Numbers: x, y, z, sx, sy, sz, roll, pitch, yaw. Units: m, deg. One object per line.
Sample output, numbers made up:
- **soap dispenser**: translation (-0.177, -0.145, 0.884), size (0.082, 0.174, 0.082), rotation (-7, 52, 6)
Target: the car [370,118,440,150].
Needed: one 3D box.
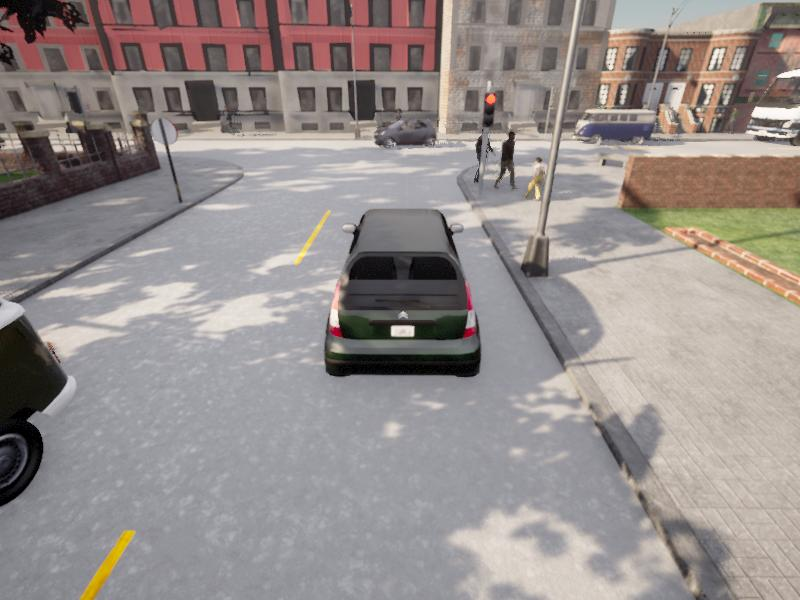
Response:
- **car**: translation (0.261, -9.762, 23.478), size (3.633, 1.501, 1.845), rotation (-8, 28, -15)

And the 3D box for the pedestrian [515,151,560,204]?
- **pedestrian**: translation (3.942, -3.553, 11.547), size (0.751, 1.300, 0.751), rotation (-11, 29, -20)

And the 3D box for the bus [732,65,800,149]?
- **bus**: translation (27.350, -11.573, 24.011), size (10.273, 4.253, 3.944), rotation (0, 28, 0)

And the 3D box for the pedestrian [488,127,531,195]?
- **pedestrian**: translation (3.367, -4.335, 12.438), size (0.751, 1.860, 0.751), rotation (-16, 32, -28)

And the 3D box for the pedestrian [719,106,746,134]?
- **pedestrian**: translation (24.709, -13.366, 29.743), size (0.751, 1.860, 0.751), rotation (-4, 28, -8)

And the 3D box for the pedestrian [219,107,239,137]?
- **pedestrian**: translation (-11.916, -12.441, 27.970), size (0.751, 1.860, 0.751), rotation (0, 28, 0)

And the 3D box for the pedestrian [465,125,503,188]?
- **pedestrian**: translation (2.761, -4.766, 13.264), size (0.751, 1.860, 0.751), rotation (-23, 35, -37)

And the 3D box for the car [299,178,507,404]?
- **car**: translation (0.042, -0.521, 5.708), size (1.851, 1.617, 3.988), rotation (0, 28, 0)

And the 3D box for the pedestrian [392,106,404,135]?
- **pedestrian**: translation (-0.164, -13.218, 29.459), size (0.751, 1.860, 0.751), rotation (-6, 28, -11)

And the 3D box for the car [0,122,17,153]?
- **car**: translation (-24.239, -8.746, 21.571), size (4.892, 1.490, 1.837), rotation (0, 28, 0)

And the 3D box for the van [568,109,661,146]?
- **van**: translation (13.111, -10.681, 24.747), size (4.442, 1.987, 1.775), rotation (0, 28, 0)

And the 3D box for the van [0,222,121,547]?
- **van**: translation (-3.993, 1.297, 1.760), size (2.069, 2.038, 4.480), rotation (0, 28, 1)
